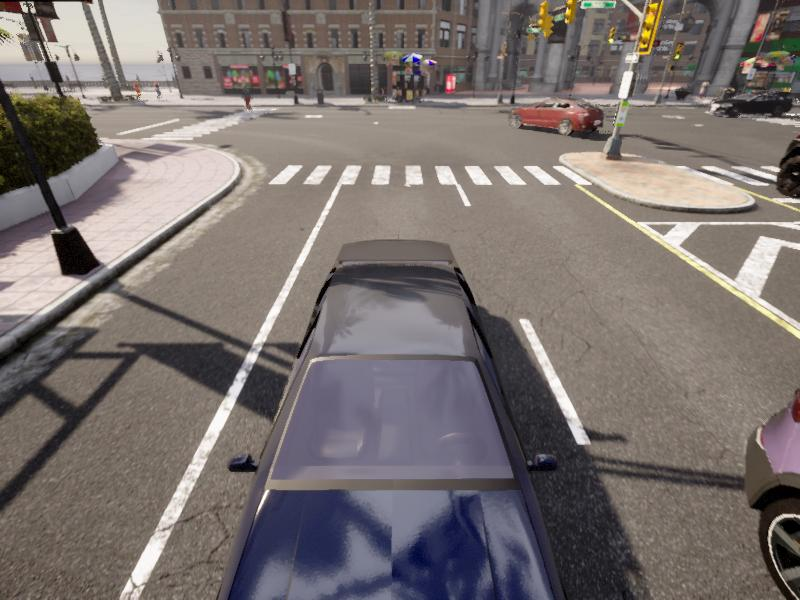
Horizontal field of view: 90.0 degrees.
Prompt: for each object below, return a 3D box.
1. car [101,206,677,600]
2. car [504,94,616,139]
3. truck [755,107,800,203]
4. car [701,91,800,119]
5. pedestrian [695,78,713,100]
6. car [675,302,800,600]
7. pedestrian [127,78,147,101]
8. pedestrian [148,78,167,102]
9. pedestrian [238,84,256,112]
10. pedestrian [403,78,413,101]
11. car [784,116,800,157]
[{"bbox_3d":[-0.044,0.688,3.451,2.033,1.411,5.357,0,30,0],"label":"car"},{"bbox_3d":[8.227,-9.794,21.149,2.152,1.651,5.027,-18,35,-28],"label":"car"},{"bbox_3d":[11.461,-2.584,8.345,2.390,2.098,6.274,0,30,0],"label":"truck"},{"bbox_3d":[23.987,-13.357,27.358,4.902,1.511,2.128,0,30,-1],"label":"car"},{"bbox_3d":[29.393,-20.401,38.710,0.751,1.860,0.751,25,38,36],"label":"pedestrian"},{"bbox_3d":[3.465,1.954,1.049,2.033,1.649,4.856,0,30,0],"label":"car"},{"bbox_3d":[-24.655,-19.722,37.537,0.751,1.860,0.751,4,31,7],"label":"pedestrian"},{"bbox_3d":[-22.562,-19.550,37.244,0.751,1.860,0.751,7,31,12],"label":"pedestrian"},{"bbox_3d":[-11.470,-15.167,30.052,0.751,1.860,0.751,-2,30,-3],"label":"pedestrian"},{"bbox_3d":[0.757,-19.857,37.774,0.751,1.860,0.751,15,33,23],"label":"pedestrian"},{"bbox_3d":[16.234,-5.819,14.367,1.851,1.617,3.988,10,32,16],"label":"car"}]
